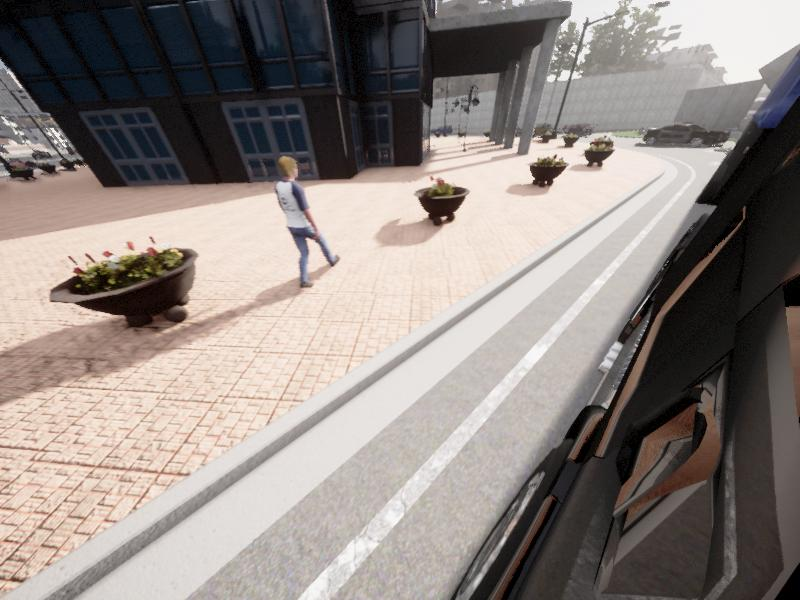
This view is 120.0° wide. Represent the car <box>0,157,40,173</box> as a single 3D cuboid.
[{"bbox_3d":[-60.899,-21.759,37.022,2.152,1.651,5.027,-29,44,-30],"label":"car"}]

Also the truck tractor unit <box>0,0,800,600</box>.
[{"bbox_3d":[2.645,-0.295,0.351,6.516,4.208,3.053,-28,44,-30],"label":"truck tractor unit"}]

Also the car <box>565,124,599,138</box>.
[{"bbox_3d":[26.063,-24.421,33.304,1.845,1.501,3.633,-4,37,-1],"label":"car"}]

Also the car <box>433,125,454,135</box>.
[{"bbox_3d":[11.787,-46.787,63.688,2.150,2.045,5.566,-27,43,-29],"label":"car"}]

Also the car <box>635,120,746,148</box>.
[{"bbox_3d":[23.557,-13.770,19.148,1.930,1.638,5.238,-14,38,-14],"label":"car"}]

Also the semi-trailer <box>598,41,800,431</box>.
[{"bbox_3d":[8.685,-3.617,4.237,14.254,4.402,2.717,-28,44,-30],"label":"semi-trailer"}]

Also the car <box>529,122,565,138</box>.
[{"bbox_3d":[22.453,-26.155,35.565,1.932,1.855,4.605,-8,37,-9],"label":"car"}]

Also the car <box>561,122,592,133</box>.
[{"bbox_3d":[34.250,-33.540,44.954,4.514,1.525,2.007,18,41,25],"label":"car"}]

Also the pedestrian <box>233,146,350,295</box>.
[{"bbox_3d":[-1.423,-1.107,3.394,0.751,1.860,0.751,13,40,20],"label":"pedestrian"}]

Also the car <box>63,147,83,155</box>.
[{"bbox_3d":[-86.473,-39.468,61.123,2.007,1.525,4.514,-29,45,-30],"label":"car"}]
